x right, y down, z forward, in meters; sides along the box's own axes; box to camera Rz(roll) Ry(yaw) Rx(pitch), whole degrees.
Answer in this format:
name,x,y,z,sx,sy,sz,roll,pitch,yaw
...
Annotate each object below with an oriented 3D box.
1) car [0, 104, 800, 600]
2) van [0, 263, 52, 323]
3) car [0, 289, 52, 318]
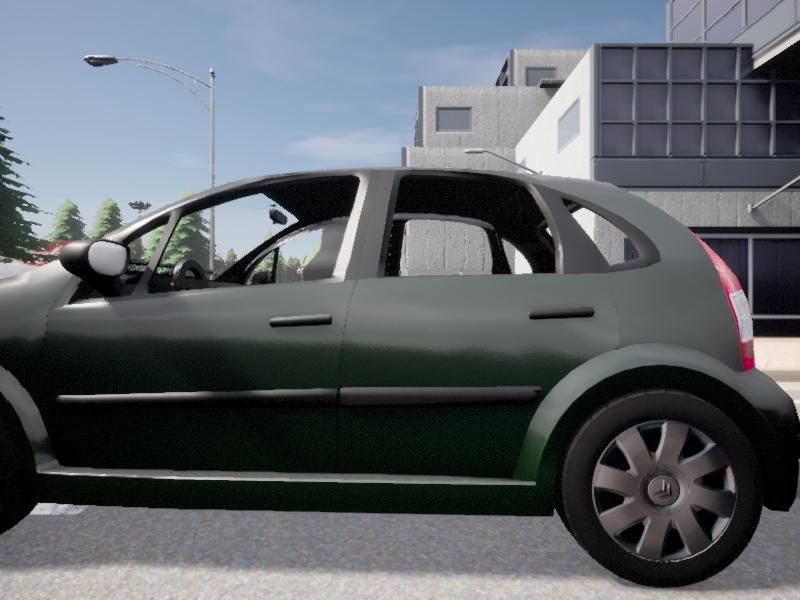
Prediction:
name,x,y,z,sx,sy,sz,roll,pitch,yaw
car,-0.479,0.187,2.251,3.988,1.617,1.851,0,0,2
van,-18.132,-0.316,16.691,1.988,2.561,5.915,0,0,1
car,-21.569,0.185,21.329,2.007,1.525,4.514,0,0,1
